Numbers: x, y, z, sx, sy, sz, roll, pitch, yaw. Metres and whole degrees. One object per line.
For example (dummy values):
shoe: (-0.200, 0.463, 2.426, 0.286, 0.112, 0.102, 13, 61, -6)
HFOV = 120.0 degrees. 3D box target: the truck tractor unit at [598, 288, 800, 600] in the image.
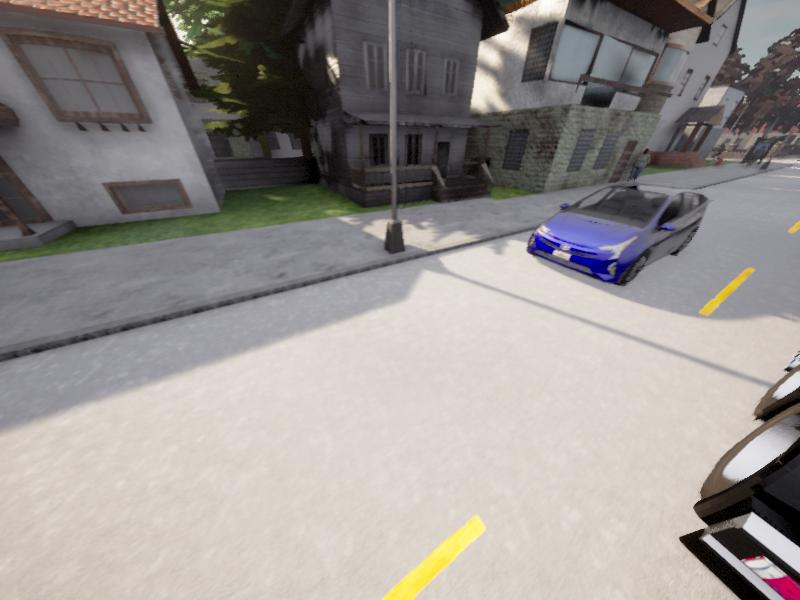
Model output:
truck tractor unit: (5.148, -0.261, 0.726, 6.516, 4.208, 3.053, -17, 38, -22)

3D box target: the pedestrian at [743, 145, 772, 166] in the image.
pedestrian: (37.779, -15.255, 24.431, 0.751, 1.860, 0.751, -17, 38, -23)

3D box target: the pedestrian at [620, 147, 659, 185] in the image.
pedestrian: (14.295, -8.014, 13.831, 0.751, 1.860, 0.751, -18, 39, -24)

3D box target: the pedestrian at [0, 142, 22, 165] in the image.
pedestrian: (-37.983, -14.110, 22.237, 0.751, 1.860, 0.751, 14, 37, 19)

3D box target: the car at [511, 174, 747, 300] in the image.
car: (5.100, -1.754, 5.252, 4.514, 1.525, 2.007, -18, 39, -24)
